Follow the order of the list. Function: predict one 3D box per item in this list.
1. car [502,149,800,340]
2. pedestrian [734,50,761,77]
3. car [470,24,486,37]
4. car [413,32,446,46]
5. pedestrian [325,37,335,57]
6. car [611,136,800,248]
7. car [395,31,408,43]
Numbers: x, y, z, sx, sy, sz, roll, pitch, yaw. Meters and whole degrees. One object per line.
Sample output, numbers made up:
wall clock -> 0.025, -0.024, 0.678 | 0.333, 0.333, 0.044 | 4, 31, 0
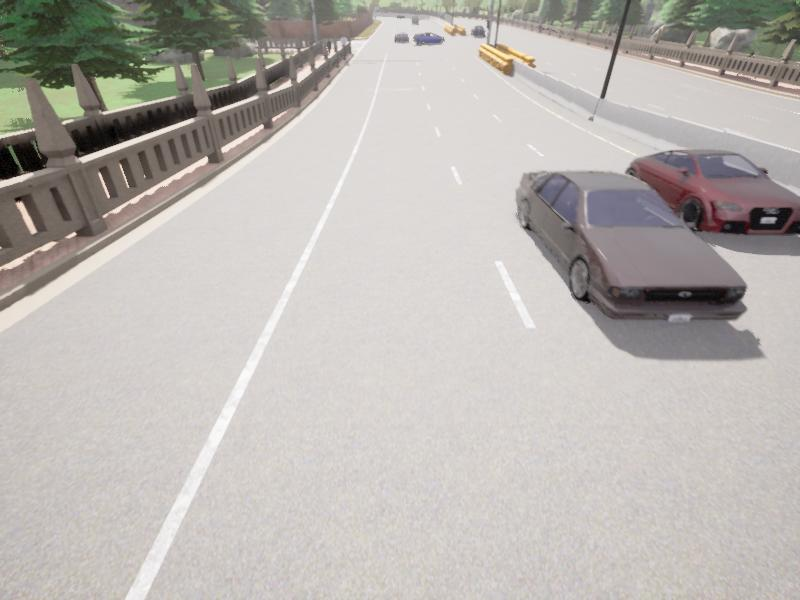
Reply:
car -> 3.506, -1.447, 7.110 | 2.033, 1.411, 5.357 | 0, 30, 0
pedestrian -> 29.245, -19.890, 33.680 | 0.751, 1.860, 0.751 | 0, 37, 0
car -> 14.275, -49.594, 73.550 | 2.097, 1.767, 4.553 | 0, 37, 0
car -> 4.377, -39.050, 59.740 | 4.514, 1.525, 2.007 | -13, 39, -16
pedestrian -> -7.935, -28.726, 45.431 | 0.751, 1.860, 0.751 | 1, 37, 2
car -> 7.008, -2.691, 9.227 | 1.994, 1.385, 4.181 | 0, 31, 0
car -> 0.225, -41.746, 63.457 | 1.994, 1.385, 4.181 | 0, 37, 0
